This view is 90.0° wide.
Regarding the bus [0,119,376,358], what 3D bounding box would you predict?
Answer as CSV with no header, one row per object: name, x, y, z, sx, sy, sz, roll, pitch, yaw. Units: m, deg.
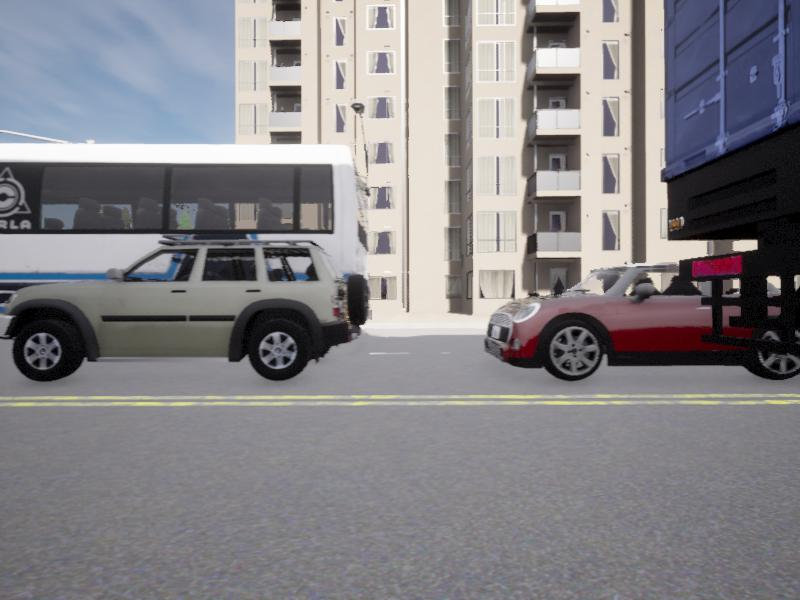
bus,-5.811,-1.106,9.118,10.273,4.253,3.944,0,0,0

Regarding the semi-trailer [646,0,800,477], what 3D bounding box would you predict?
semi-trailer,9.313,-1.249,2.183,14.254,4.402,2.717,0,0,0

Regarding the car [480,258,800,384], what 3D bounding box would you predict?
car,3.235,0.245,5.706,3.806,1.475,1.970,0,0,0

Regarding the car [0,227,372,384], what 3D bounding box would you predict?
car,-2.785,0.066,5.730,4.605,1.855,1.932,0,0,0
